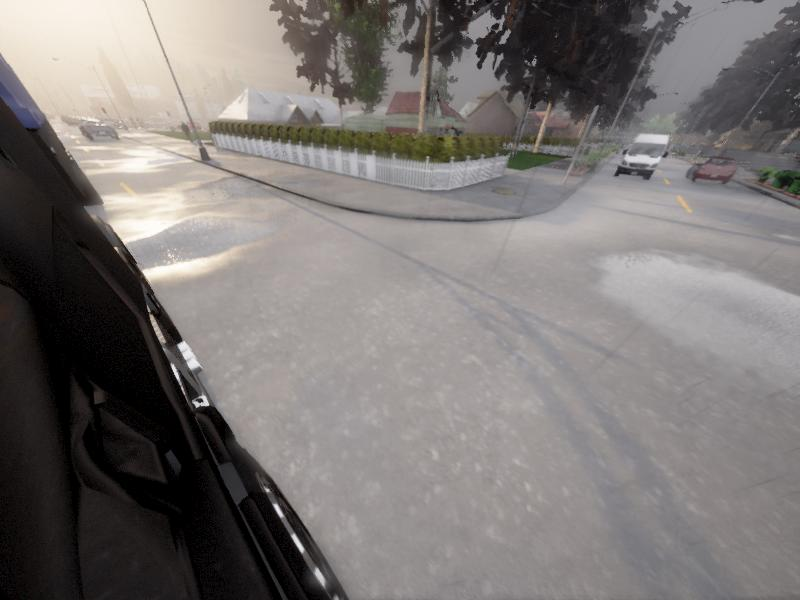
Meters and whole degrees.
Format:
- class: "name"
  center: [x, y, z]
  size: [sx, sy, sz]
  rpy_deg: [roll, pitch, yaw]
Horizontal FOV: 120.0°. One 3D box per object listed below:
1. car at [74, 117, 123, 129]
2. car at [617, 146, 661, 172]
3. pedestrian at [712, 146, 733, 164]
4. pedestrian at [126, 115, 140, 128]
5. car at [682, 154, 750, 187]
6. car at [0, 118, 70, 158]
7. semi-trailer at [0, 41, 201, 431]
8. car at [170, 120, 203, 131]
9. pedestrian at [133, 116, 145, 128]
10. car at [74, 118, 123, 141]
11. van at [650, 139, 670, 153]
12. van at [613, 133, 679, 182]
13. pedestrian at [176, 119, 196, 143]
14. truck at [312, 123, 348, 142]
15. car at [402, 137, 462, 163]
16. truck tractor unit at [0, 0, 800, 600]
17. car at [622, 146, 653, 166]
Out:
- class: "car"
  center: [-51.914, -30.560, 39.920]
  size: [2.007, 1.525, 4.514]
  rpy_deg: [14, 38, 15]
- class: "car"
  center: [22.516, -13.458, 21.884]
  size: [2.152, 1.651, 5.027]
  rpy_deg: [28, 44, 30]
- class: "pedestrian"
  center: [41.703, -18.792, 29.913]
  size: [0.751, 1.860, 0.751]
  rpy_deg: [-29, 47, -35]
- class: "pedestrian"
  center: [-51.440, -34.347, 44.510]
  size: [0.751, 1.860, 0.751]
  rpy_deg: [7, 37, 5]
- class: "car"
  center: [21.542, -9.047, 15.979]
  size: [1.845, 1.501, 3.633]
  rpy_deg: [28, 44, 30]
- class: "car"
  center: [-22.744, -9.985, 14.146]
  size: [4.611, 1.667, 2.242]
  rpy_deg: [28, 44, 30]
- class: "semi-trailer"
  center: [-8.695, -3.608, 4.231]
  size: [14.254, 4.402, 2.717]
  rpy_deg: [28, 44, 30]
- class: "car"
  center: [-44.645, -36.540, 48.432]
  size: [2.007, 1.525, 4.514]
  rpy_deg: [28, 43, 30]
- class: "pedestrian"
  center: [-51.094, -34.847, 45.205]
  size: [0.751, 1.860, 0.751]
  rpy_deg: [25, 42, 27]
- class: "car"
  center: [-30.859, -17.421, 23.622]
  size: [5.027, 1.651, 2.152]
  rpy_deg: [28, 43, 30]
- class: "van"
  center: [60.826, -36.199, 54.165]
  size: [1.988, 2.561, 5.915]
  rpy_deg: [28, 43, 30]
- class: "van"
  center: [17.611, -10.475, 16.792]
  size: [1.988, 2.561, 5.915]
  rpy_deg: [28, 43, 30]
- class: "pedestrian"
  center: [-21.298, -16.827, 23.051]
  size: [0.751, 1.860, 0.751]
  rpy_deg: [-27, 46, -34]
- class: "truck"
  center: [-10.174, -24.631, 34.012]
  size: [2.069, 2.038, 4.478]
  rpy_deg: [28, 43, 30]
- class: "car"
  center: [2.434, -12.062, 18.434]
  size: [4.181, 1.381, 1.994]
  rpy_deg: [28, 43, 30]
- class: "truck tractor unit"
  center: [-2.645, -0.295, 0.352]
  size: [6.516, 4.208, 3.053]
  rpy_deg: [28, 44, 30]
- class: "car"
  center: [27.123, -16.582, 26.420]
  size: [1.801, 1.575, 5.366]
  rpy_deg: [28, 43, 30]
